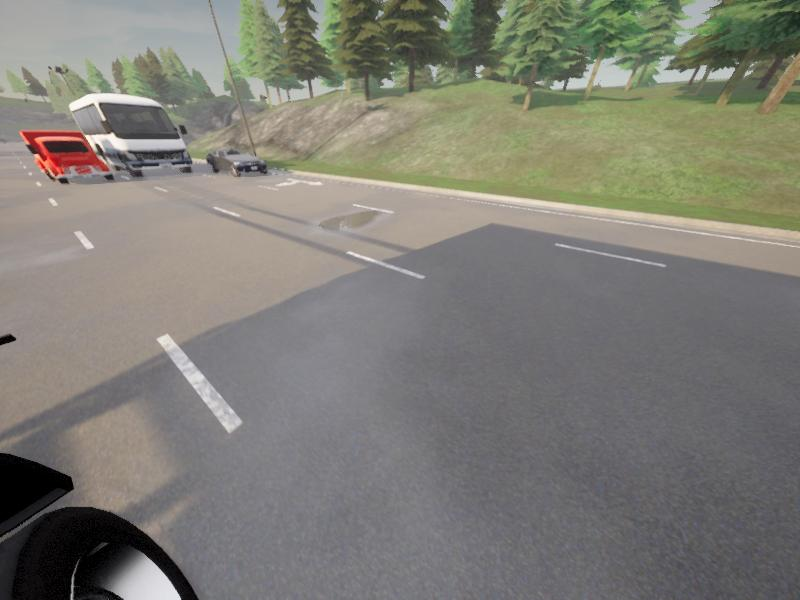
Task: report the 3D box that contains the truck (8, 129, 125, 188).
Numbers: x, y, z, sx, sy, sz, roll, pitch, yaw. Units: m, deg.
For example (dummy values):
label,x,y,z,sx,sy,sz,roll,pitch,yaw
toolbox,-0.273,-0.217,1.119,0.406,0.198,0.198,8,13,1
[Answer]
label,x,y,z,sx,sy,sz,roll,pitch,yaw
truck,-19.287,-8.339,13.435,5.204,2.467,2.627,22,41,28

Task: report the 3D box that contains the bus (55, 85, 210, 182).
label,x,y,z,sx,sy,sz,roll,pitch,yaw
bus,-18.848,-11.442,16.298,10.273,4.253,3.944,22,41,28

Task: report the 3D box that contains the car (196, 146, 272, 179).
label,x,y,z,sx,sy,sz,roll,pitch,yaw
car,-11.708,-9.814,16.327,5.027,1.651,2.152,22,41,28
